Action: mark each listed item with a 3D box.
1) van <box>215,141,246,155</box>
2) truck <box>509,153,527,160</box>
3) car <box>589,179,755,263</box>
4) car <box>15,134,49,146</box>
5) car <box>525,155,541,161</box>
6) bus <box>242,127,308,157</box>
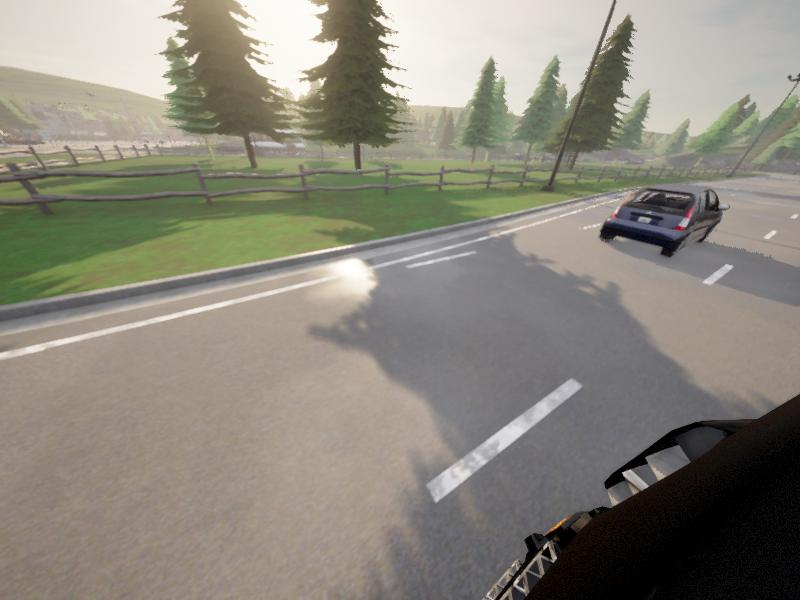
[{"bbox_3d":[-33.076,-29.725,45.219,4.442,1.987,1.775,-16,38,-26],"label":"van"},{"bbox_3d":[44.515,-54.249,87.315,6.274,2.098,2.390,-16,38,-26],"label":"truck"},{"bbox_3d":[8.086,-2.566,6.944,3.988,1.617,1.851,-16,38,-26],"label":"car"},{"bbox_3d":[-75.089,-32.758,47.249,1.905,1.878,3.866,-16,38,-26],"label":"car"},{"bbox_3d":[47.127,-50.368,82.008,5.238,1.638,1.930,-16,38,-26],"label":"car"},{"bbox_3d":[-24.347,-30.867,45.449,10.273,4.253,3.944,-16,38,-26],"label":"bus"}]
